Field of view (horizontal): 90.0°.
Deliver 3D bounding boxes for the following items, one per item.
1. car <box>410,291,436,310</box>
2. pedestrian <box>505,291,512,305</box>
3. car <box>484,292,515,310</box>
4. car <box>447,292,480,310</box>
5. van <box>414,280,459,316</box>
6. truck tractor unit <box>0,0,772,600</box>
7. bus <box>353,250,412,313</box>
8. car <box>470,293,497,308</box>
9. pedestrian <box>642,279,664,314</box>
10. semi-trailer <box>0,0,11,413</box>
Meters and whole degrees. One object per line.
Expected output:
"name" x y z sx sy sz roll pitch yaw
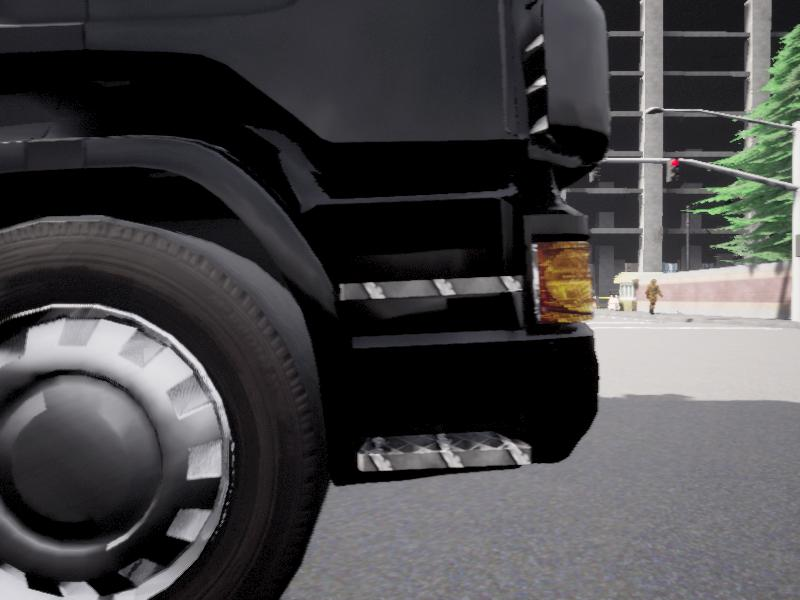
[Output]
"car" 2.118 0.042 38.038 2.152 1.651 5.027 0 0 0
"pedestrian" 14.728 -0.265 54.182 0.751 1.860 0.751 0 0 0
"car" 9.126 0.068 37.140 1.851 1.617 3.988 0 0 0
"car" 5.624 0.111 36.169 2.128 1.511 4.902 0 0 0
"van" 2.166 -0.136 25.048 2.069 2.038 4.480 0 1 -5
"truck tractor unit" -2.651 -1.136 2.181 6.516 4.208 3.053 0 0 0
"bus" -1.215 -1.265 32.018 3.944 4.253 10.273 0 0 0
"car" 9.071 0.085 43.732 1.882 1.535 5.008 0 0 0
"pedestrian" 13.468 -0.184 21.324 0.751 1.860 0.751 0 0 12
"semi-trailer" -10.564 -1.239 2.155 14.254 4.402 2.717 0 0 0
